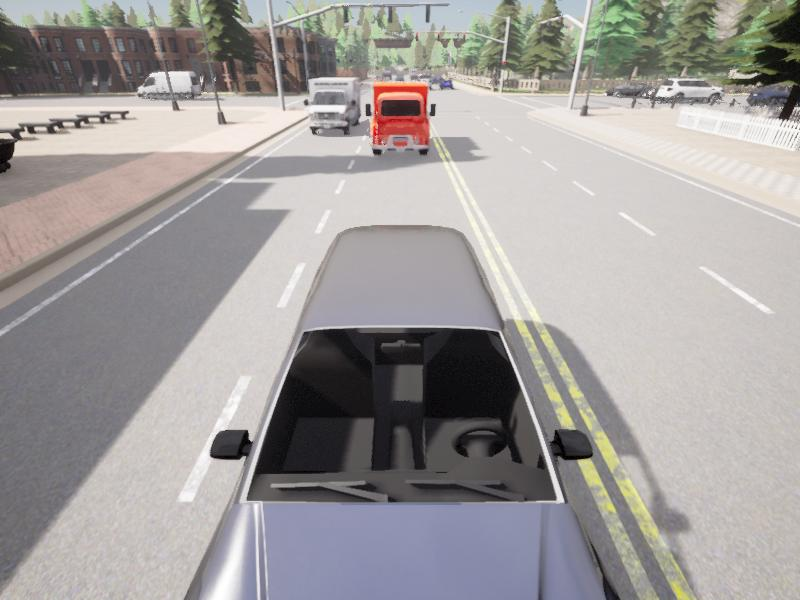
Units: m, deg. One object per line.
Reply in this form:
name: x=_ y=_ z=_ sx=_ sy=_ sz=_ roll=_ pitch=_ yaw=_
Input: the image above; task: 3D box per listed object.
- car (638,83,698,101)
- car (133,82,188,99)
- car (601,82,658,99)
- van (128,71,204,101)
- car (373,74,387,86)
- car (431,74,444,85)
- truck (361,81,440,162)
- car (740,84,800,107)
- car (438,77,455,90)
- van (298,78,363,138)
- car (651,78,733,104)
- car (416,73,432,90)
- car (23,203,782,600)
car: x=27.132 y=-21.136 z=40.632 sx=4.514 sy=1.525 sz=2.007 roll=0 pitch=30 yaw=-1
car: x=-26.109 y=-22.955 z=43.734 sx=4.514 sy=1.525 sz=2.007 roll=-2 pitch=30 yaw=-3
car: x=24.962 y=-22.870 z=43.641 sx=4.792 sy=1.488 sz=2.163 roll=0 pitch=30 yaw=0
van: x=-23.622 y=-21.699 z=40.584 sx=5.915 sy=2.561 sz=1.988 roll=-1 pitch=30 yaw=-2
car: x=-3.447 y=-38.497 z=70.054 sx=2.097 sy=1.767 sz=4.553 roll=0 pitch=30 yaw=0
car: x=7.056 y=-41.676 z=75.493 sx=2.097 sy=1.767 sz=4.553 roll=0 pitch=30 yaw=0
truck: x=0.022 y=-7.411 z=16.240 sx=2.627 sy=2.467 sz=5.204 roll=0 pitch=30 yaw=0
car: x=32.867 y=-17.611 z=34.506 sx=4.856 sy=1.649 sz=2.033 roll=0 pitch=30 yaw=0
car: x=7.047 y=-32.943 z=60.877 sx=2.007 sy=1.525 sz=4.514 roll=0 pitch=30 yaw=0
van: x=-3.478 y=-10.501 z=21.550 sx=2.351 sy=2.431 sz=6.366 roll=0 pitch=30 yaw=0
car: x=27.179 y=-19.561 z=37.428 sx=5.566 sy=2.045 sz=2.150 roll=0 pitch=30 yaw=0
car: x=3.547 y=-32.696 z=59.887 sx=2.150 sy=2.045 sz=5.566 roll=0 pitch=30 yaw=0
car: x=0.009 y=0.760 z=3.053 sx=2.242 sy=1.667 sz=4.611 roll=0 pitch=30 yaw=0
